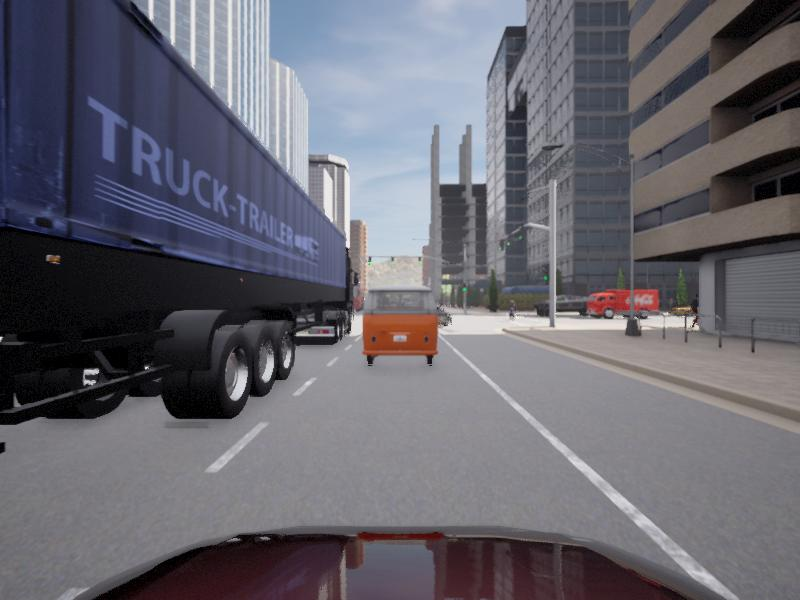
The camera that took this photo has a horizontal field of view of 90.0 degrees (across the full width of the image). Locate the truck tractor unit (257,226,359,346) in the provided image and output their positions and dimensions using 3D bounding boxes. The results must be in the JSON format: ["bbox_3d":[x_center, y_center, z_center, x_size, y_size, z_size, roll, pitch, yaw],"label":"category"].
[{"bbox_3d":[-3.533,-0.508,17.227,3.053,4.208,6.516,0,0,-1],"label":"truck tractor unit"}]

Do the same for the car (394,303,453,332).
[{"bbox_3d":[1.459,0.884,22.712,1.812,1.442,4.674,0,0,24],"label":"car"}]

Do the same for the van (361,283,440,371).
[{"bbox_3d":[0.009,0.607,11.231,1.775,1.987,4.442,0,0,0],"label":"van"}]

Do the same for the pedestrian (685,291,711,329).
[{"bbox_3d":[15.175,0.498,20.392,0.751,1.860,0.751,0,0,-3],"label":"pedestrian"}]

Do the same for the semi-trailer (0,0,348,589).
[{"bbox_3d":[-3.490,-0.610,9.316,2.717,4.402,14.254,0,0,0],"label":"semi-trailer"}]

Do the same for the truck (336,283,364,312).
[{"bbox_3d":[-6.902,-0.286,56.347,2.891,3.827,8.468,0,0,0],"label":"truck"}]

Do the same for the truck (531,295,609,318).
[{"bbox_3d":[15.894,0.566,37.687,6.274,2.098,2.390,0,0,1],"label":"truck"}]

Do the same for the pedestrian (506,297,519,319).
[{"bbox_3d":[9.505,0.658,33.717,0.751,1.860,0.751,0,0,-18],"label":"pedestrian"}]

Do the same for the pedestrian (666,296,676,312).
[{"bbox_3d":[32.025,0.490,47.312,0.751,1.860,0.751,0,0,2],"label":"pedestrian"}]

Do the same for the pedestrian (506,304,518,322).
[{"bbox_3d":[8.276,0.936,29.582,0.751,1.300,0.751,0,0,5],"label":"pedestrian"}]

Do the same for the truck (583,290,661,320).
[{"bbox_3d":[18.792,0.378,34.138,5.204,2.467,2.627,0,0,1],"label":"truck"}]
